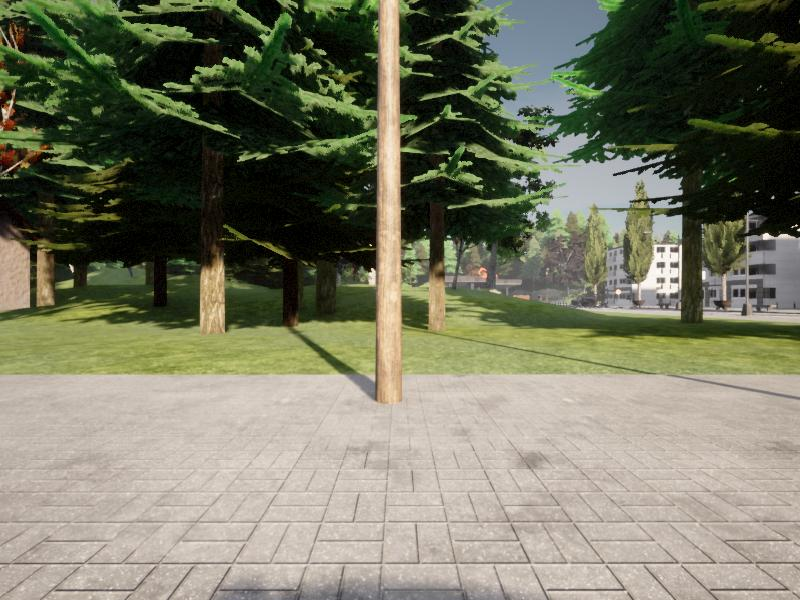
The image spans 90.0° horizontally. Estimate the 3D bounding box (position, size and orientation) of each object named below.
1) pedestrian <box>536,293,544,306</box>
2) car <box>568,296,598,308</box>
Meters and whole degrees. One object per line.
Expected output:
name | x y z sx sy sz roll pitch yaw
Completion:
pedestrian | 18.988 -0.067 54.217 0.751 1.860 0.751 0 0 -36
car | 25.592 0.246 56.128 1.837 1.490 4.892 0 0 0
